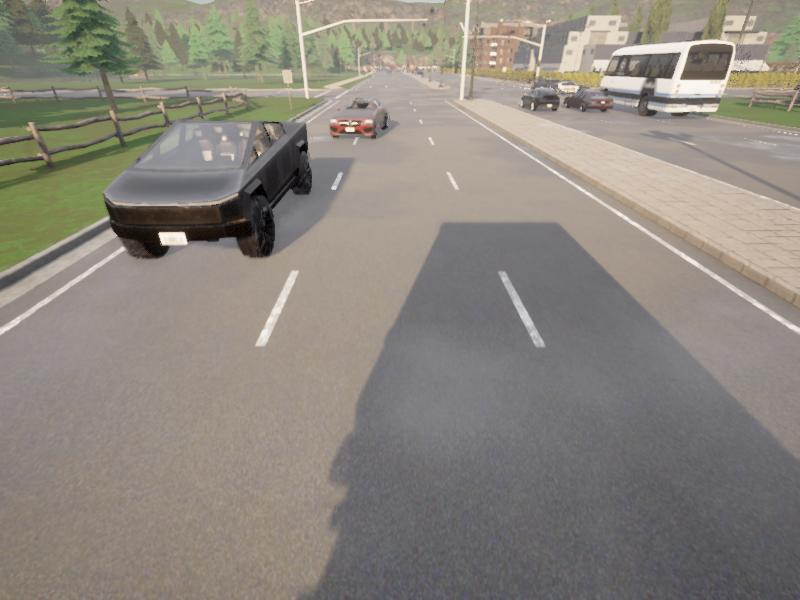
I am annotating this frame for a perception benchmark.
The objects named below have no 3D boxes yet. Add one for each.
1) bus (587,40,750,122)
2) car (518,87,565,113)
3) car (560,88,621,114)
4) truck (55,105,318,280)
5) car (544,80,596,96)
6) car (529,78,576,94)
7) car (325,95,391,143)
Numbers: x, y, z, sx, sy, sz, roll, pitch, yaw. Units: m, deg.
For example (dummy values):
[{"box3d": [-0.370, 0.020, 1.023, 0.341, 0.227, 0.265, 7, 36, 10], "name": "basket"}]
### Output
[{"box3d": [17.826, -15.524, 28.224, 3.944, 4.253, 10.273, -1, 30, -1], "name": "bus"}, {"box3d": [10.893, -15.657, 31.182, 1.837, 1.490, 4.892, -1, 30, -1], "name": "car"}, {"box3d": [14.407, -15.306, 30.679, 2.033, 1.411, 5.357, -1, 30, -1], "name": "car"}, {"box3d": [-3.587, -2.825, 8.724, 2.390, 2.098, 6.274, -1, 30, -1], "name": "truck"}, {"box3d": [19.550, -24.527, 46.259, 4.974, 1.542, 2.038, 1, 30, 2], "name": "car"}, {"box3d": [18.757, -26.375, 49.314, 4.856, 1.649, 2.033, 2, 31, 3], "name": "car"}, {"box3d": [-1.909, -9.176, 20.021, 2.152, 1.651, 5.027, 4, 31, 7], "name": "car"}]
